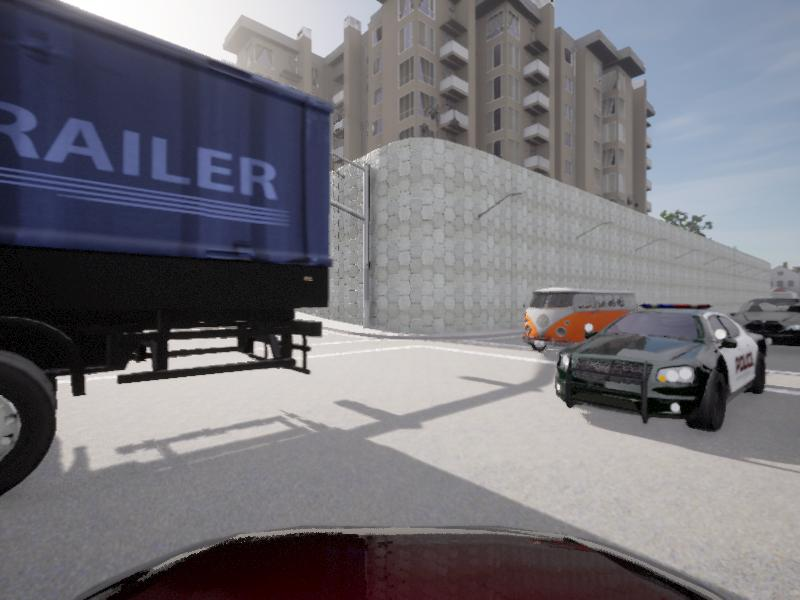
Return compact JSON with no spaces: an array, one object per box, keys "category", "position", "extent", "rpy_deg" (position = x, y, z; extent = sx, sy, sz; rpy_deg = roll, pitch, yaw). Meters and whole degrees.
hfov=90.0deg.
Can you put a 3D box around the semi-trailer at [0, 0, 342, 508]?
[{"category":"semi-trailer","position":[-7.034,-0.613,1.424],"extent":[14.254,4.402,2.717],"rpy_deg":[0,0,-40]}]

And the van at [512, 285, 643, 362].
[{"category":"van","position":[5.599,0.607,12.364],"extent":[4.442,1.987,1.775],"rpy_deg":[0,0,-37]}]

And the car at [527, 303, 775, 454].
[{"category":"car","position":[4.366,0.833,6.539],"extent":[4.974,1.542,2.038],"rpy_deg":[0,0,-40]}]

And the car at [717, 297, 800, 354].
[{"category":"car","position":[12.998,0.764,13.898],"extent":[4.611,1.667,2.242],"rpy_deg":[0,0,-40]}]

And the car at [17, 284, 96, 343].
[{"category":"car","position":[-13.135,0.360,15.381],"extent":[2.033,1.649,4.856],"rpy_deg":[0,5,-41]}]
